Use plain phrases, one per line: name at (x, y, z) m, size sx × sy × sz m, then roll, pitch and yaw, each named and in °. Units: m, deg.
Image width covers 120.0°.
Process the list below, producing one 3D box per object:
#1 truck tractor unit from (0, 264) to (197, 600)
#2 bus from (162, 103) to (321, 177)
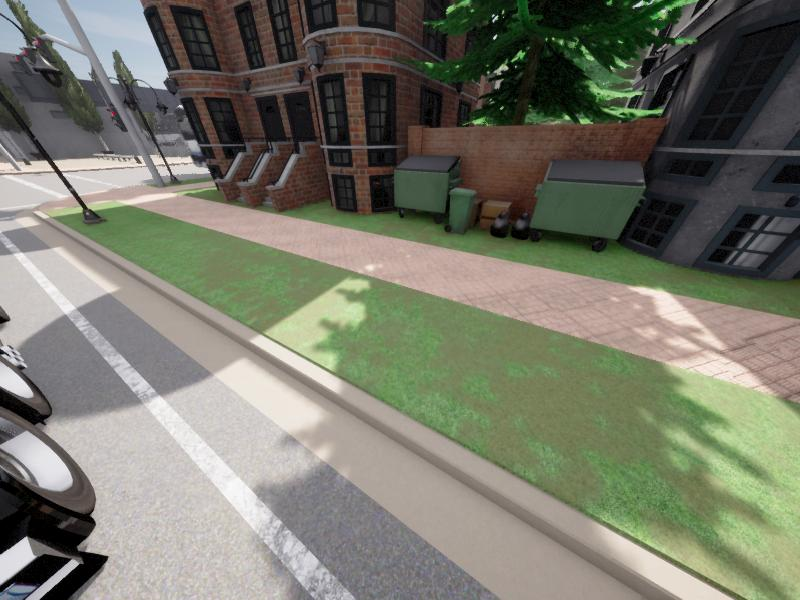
truck tractor unit at (-5.112, -0.299, 0.780) m, size 6.516 × 4.208 × 3.053 m, roll 18°, pitch 39°, yaw 24°
bus at (-12.660, -14.017, 20.476) m, size 3.944 × 4.253 × 10.273 m, roll 18°, pitch 39°, yaw 24°
